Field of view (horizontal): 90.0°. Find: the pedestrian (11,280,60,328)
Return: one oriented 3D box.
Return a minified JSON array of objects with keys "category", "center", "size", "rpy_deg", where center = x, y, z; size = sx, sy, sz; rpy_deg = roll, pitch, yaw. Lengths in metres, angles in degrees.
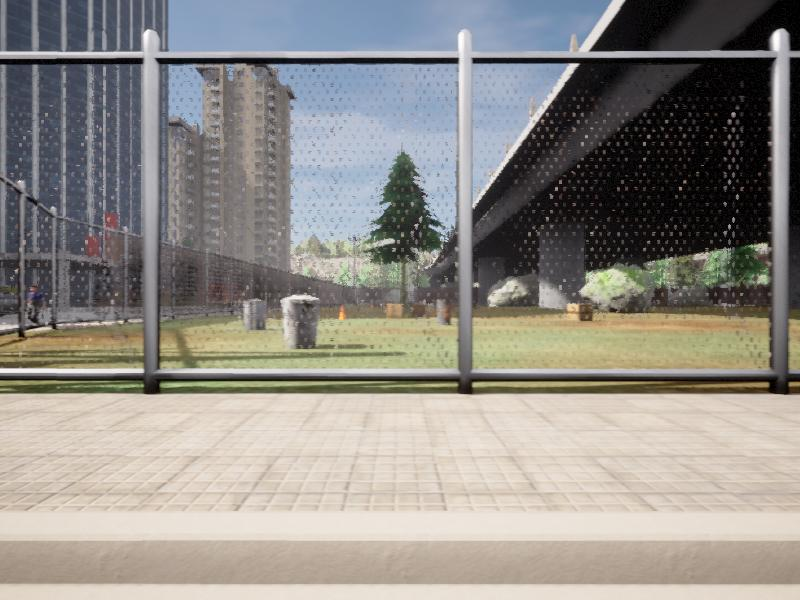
[{"category":"pedestrian","center":[-10.314,0.107,11.354],"size":[0.751,1.300,0.751],"rpy_deg":[0,0,-13]}]
